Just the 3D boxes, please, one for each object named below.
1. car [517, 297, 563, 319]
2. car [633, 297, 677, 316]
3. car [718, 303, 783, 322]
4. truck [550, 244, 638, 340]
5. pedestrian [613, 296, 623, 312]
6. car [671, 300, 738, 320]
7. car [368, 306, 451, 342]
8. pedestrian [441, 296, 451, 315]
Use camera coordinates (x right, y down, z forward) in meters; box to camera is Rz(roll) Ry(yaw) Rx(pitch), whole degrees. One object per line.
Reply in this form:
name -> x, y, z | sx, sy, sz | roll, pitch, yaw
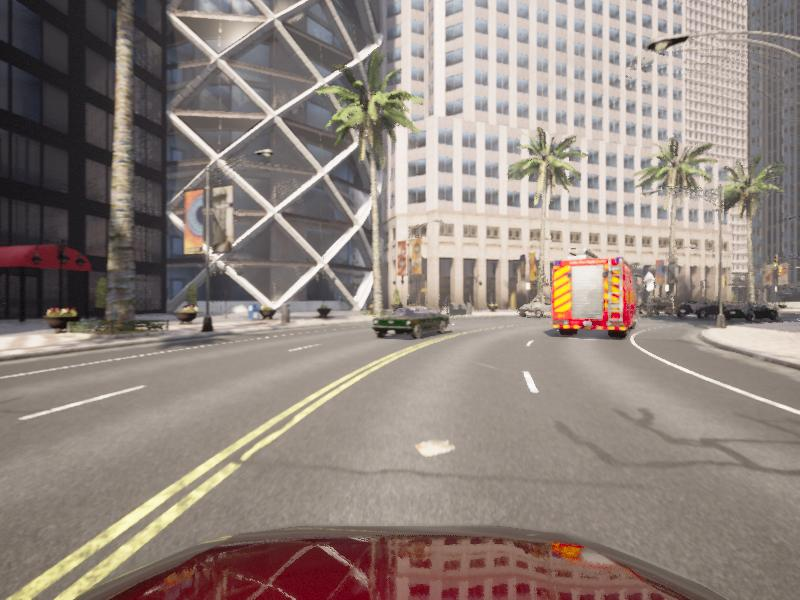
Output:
car -> 12.669, 0.665, 36.229 | 3.866, 1.878, 1.905 | 0, 0, -32
car -> 27.000, 0.675, 42.417 | 3.866, 1.878, 1.905 | 0, 0, -18
car -> 27.393, 0.934, 31.308 | 4.181, 1.385, 1.994 | 0, 0, -19
truck -> 10.100, -0.308, 20.180 | 2.891, 3.827, 8.468 | 0, 0, 34
pedestrian -> 25.907, 0.516, 47.590 | 0.751, 1.860, 0.751 | 0, 0, -3
car -> 26.546, 0.809, 34.945 | 5.027, 1.651, 2.152 | 0, 0, -17
car -> 0.599, 0.949, 17.663 | 1.895, 1.301, 4.718 | 0, 0, 26
pedestrian -> 4.535, 0.500, 39.485 | 0.751, 1.860, 0.751 | 0, 0, -38
